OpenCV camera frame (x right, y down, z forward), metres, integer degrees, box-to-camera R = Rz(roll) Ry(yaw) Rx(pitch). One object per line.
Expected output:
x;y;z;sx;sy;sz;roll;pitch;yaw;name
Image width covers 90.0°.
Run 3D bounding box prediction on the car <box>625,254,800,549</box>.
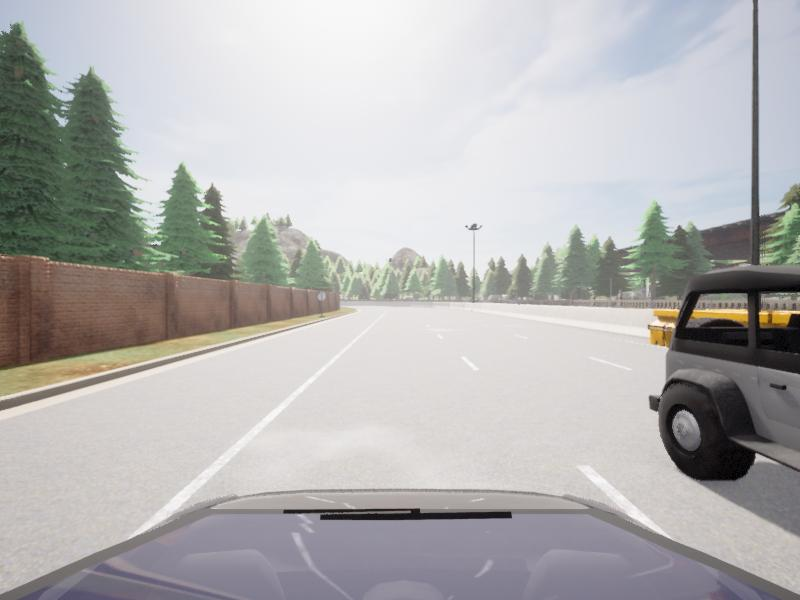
3.494;0.646;2.586;1.905;1.878;3.866;0;0;0;car
